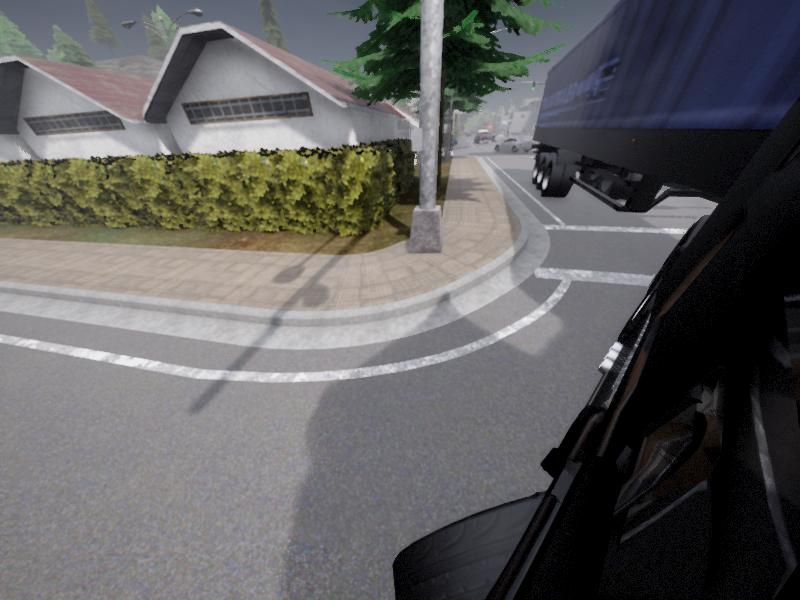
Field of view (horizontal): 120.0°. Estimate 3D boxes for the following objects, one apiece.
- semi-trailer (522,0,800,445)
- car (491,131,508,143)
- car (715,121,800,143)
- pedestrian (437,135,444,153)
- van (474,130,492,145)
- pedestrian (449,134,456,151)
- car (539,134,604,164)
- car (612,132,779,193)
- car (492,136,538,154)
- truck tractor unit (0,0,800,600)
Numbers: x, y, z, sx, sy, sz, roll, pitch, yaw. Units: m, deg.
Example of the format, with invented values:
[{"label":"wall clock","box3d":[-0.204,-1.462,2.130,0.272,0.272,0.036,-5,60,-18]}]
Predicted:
[{"label":"semi-trailer","box3d":[5.882,-4.616,5.825,2.717,4.402,14.254,8,38,16]},{"label":"car","box3d":[19.462,-32.158,45.537,2.152,1.651,5.027,4,36,10]},{"label":"car","box3d":[37.569,-17.582,24.260,4.856,1.649,2.033,5,36,11]},{"label":"pedestrian","box3d":[5.404,-20.810,30.837,0.751,1.860,0.751,10,38,18]},{"label":"van","box3d":[14.858,-29.359,41.618,2.069,2.038,4.480,2,36,7]},{"label":"pedestrian","box3d":[6.984,-21.080,30.990,0.751,1.860,0.751,4,36,10]},{"label":"car","box3d":[12.505,-11.413,17.313,2.128,1.511,4.902,5,37,10]},{"label":"car","box3d":[11.100,-5.766,9.400,2.242,1.667,4.611,13,38,20]},{"label":"car","box3d":[12.740,-17.450,25.936,1.812,1.442,4.674,-13,38,-13]},{"label":"truck tractor unit","box3d":[2.645,-0.295,0.351,6.516,4.208,3.053,-28,44,-30]}]
